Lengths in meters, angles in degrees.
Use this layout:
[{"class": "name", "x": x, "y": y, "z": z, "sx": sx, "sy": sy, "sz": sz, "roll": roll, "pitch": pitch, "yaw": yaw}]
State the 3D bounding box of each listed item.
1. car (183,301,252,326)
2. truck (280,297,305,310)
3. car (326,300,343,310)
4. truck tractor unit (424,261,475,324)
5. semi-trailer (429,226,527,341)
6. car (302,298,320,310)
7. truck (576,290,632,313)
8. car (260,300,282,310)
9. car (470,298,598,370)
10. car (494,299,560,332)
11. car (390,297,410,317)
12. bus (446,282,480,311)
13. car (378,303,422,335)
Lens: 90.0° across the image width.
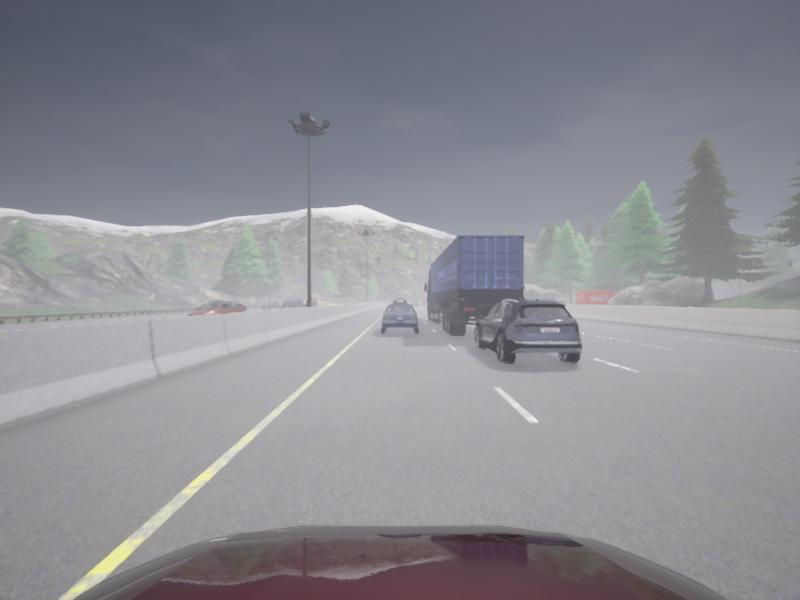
[{"class": "car", "x": -12.008, "y": 0.824, "z": 26.693, "sx": 2.007, "sy": 1.525, "sz": 4.514, "roll": 0, "pitch": 0, "yaw": 10}, {"class": "truck", "x": -17.501, "y": 0.529, "z": 65.636, "sx": 2.390, "sy": 2.098, "sz": 6.274, "roll": 0, "pitch": 0, "yaw": 0}, {"class": "car", "x": -10.502, "y": 0.789, "z": 64.444, "sx": 1.801, "sy": 1.575, "sz": 5.366, "roll": 0, "pitch": 0, "yaw": 0}, {"class": "truck tractor unit", "x": 3.507, "y": -0.528, "z": 30.283, "sx": 3.053, "sy": 4.208, "sz": 6.516, "roll": 0, "pitch": 0, "yaw": 0}, {"class": "semi-trailer", "x": 3.500, "y": -0.623, "z": 22.366, "sx": 2.717, "sy": 4.402, "sz": 14.254, "roll": 0, "pitch": 0, "yaw": 0}, {"class": "car", "x": -14.002, "y": 0.633, "z": 62.987, "sx": 1.905, "sy": 1.878, "sz": 3.866, "roll": 0, "pitch": 0, "yaw": 0}, {"class": "truck", "x": 23.805, "y": 0.138, "z": 46.884, "sx": 5.204, "sy": 2.467, "sz": 2.627, "roll": 1, "pitch": 0, "yaw": 1}, {"class": "car", "x": -20.999, "y": 0.824, "z": 65.274, "sx": 2.128, "sy": 1.511, "sz": 4.902, "roll": 0, "pitch": 0, "yaw": 0}, {"class": "car", "x": 3.488, "y": 0.775, "z": 11.562, "sx": 2.033, "sy": 1.649, "sz": 4.856, "roll": 0, "pitch": 0, "yaw": 0}, {"class": "car", "x": 6.998, "y": 0.776, "z": 22.692, "sx": 2.152, "sy": 1.651, "sz": 5.027, "roll": 0, "pitch": 0, "yaw": 0}, {"class": "car", "x": 0.003, "y": 0.645, "z": 39.816, "sx": 1.932, "sy": 1.855, "sz": 4.605, "roll": 0, "pitch": 0, "yaw": 0}, {"class": "bus", "x": 9.924, "y": -0.541, "z": 64.333, "sx": 3.944, "sy": 4.253, "sz": 10.273, "roll": -1, "pitch": 0, "yaw": 1}, {"class": "car", "x": 0.002, "y": 0.891, "z": 20.832, "sx": 2.033, "sy": 1.411, "sz": 5.357, "roll": 0, "pitch": 0, "yaw": 0}]
